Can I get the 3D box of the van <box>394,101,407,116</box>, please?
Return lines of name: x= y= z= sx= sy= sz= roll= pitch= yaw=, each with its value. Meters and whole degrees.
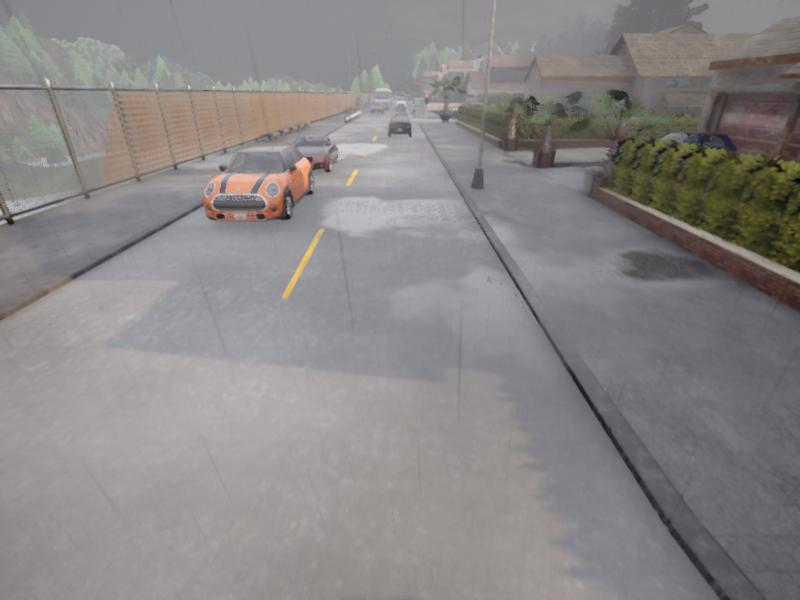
van: x=0.108 y=-31.643 z=65.978 sx=2.069 sy=2.038 sz=4.480 roll=0 pitch=27 yaw=-1

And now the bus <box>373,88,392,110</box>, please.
bus: x=-3.865 y=-46.607 z=92.651 sx=3.944 sy=4.253 sz=10.273 roll=0 pitch=27 yaw=0

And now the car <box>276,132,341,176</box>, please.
car: x=-4.003 y=-6.788 z=18.320 sx=1.994 sy=1.385 sz=4.181 roll=0 pitch=27 yaw=0

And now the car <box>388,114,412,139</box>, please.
car: x=0.002 y=-14.320 z=32.818 sx=1.882 sy=1.535 sz=5.008 roll=0 pitch=27 yaw=0

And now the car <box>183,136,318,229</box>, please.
car: x=-3.965 y=-3.625 z=11.697 sx=2.097 sy=1.767 sz=4.553 roll=0 pitch=27 yaw=0

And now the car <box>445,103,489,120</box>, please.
car: x=9.021 y=-25.597 z=54.259 sx=5.566 sy=2.045 sz=2.150 roll=0 pitch=27 yaw=1

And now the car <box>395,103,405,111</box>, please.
car: x=0.010 y=-40.675 z=84.250 sx=2.033 sy=1.411 sz=5.357 roll=0 pitch=27 yaw=0

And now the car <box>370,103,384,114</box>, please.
car: x=-3.978 y=-33.633 z=70.286 sx=2.152 sy=1.651 sz=5.027 roll=1 pitch=27 yaw=1

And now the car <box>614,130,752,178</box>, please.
car: x=10.562 y=-5.582 z=15.208 sx=3.633 sy=1.501 sz=1.845 roll=-1 pitch=27 yaw=-3

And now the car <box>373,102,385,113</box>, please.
car: x=-3.993 y=-36.783 z=76.410 sx=2.033 sy=1.649 sz=4.856 roll=0 pitch=27 yaw=0
